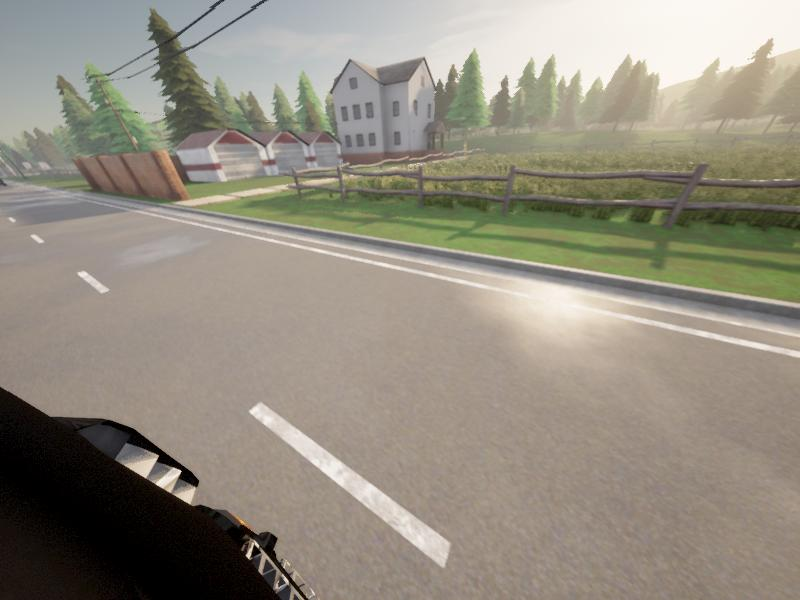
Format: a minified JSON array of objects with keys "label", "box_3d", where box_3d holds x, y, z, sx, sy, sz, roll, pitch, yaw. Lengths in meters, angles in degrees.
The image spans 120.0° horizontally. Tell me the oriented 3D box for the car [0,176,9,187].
[{"label":"car","box_3d":[-58.635,-17.212,32.771,5.566,2.045,2.150,16,38,26]}]
